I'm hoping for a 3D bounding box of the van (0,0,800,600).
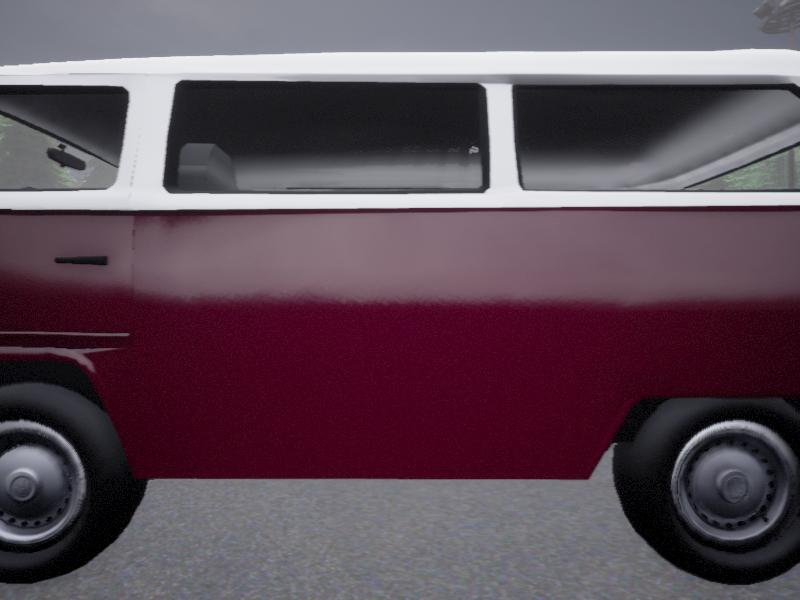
[{"bbox_3d":[-0.130,-0.028,2.199,4.480,2.038,2.069,0,0,0],"label":"van"}]

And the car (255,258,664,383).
[{"bbox_3d":[0.710,0.245,5.700,4.892,1.490,1.837,0,0,0],"label":"car"}]
